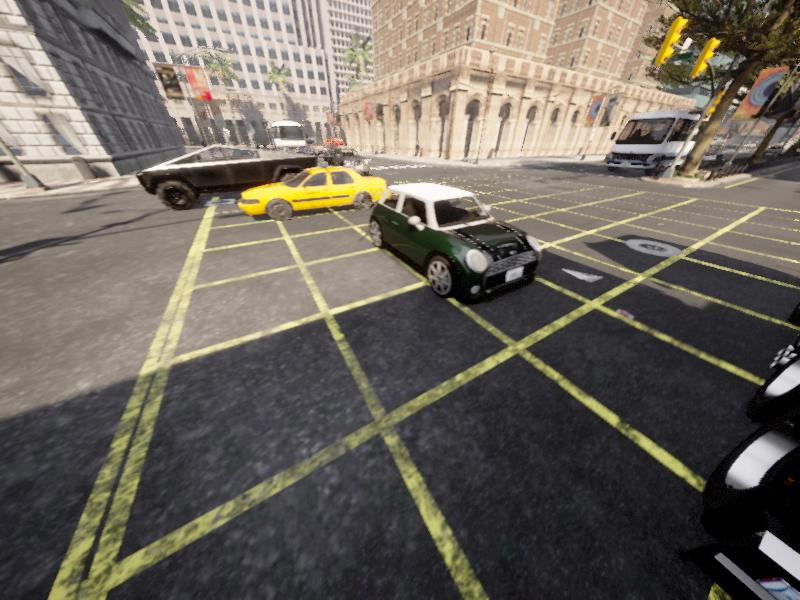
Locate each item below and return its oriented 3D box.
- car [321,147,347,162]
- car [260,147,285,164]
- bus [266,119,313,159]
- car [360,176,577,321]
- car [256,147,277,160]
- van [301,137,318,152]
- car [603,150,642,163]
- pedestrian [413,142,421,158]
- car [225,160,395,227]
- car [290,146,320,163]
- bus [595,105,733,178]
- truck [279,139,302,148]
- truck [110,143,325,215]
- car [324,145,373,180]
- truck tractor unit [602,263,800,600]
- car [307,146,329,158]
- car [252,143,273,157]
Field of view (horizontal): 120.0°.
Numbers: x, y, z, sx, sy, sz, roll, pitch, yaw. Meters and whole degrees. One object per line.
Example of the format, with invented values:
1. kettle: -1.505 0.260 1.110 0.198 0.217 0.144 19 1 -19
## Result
1. car: -8.315 -18.369 29.058 1.816 1.474 4.193 -18 39 -25
2. car: -15.104 -17.115 27.217 1.812 1.442 4.674 -18 39 -25
3. bus: -16.581 -23.822 34.389 3.944 4.253 10.273 -18 39 -24
4. car: 0.886 -1.498 4.881 1.970 1.475 3.806 -18 39 -25
5. car: -18.565 -20.442 32.098 1.895 1.301 4.718 -18 39 -25
6. van: -20.105 -34.510 51.227 1.988 2.561 5.915 -18 39 -24
7. car: 29.476 -19.092 30.610 4.718 1.301 1.895 -18 39 -25
8. pedestrian: 2.396 -21.267 32.682 0.751 1.860 0.751 -18 39 -25
9. car: -2.978 -4.164 8.588 5.366 1.575 1.801 -18 39 -25
10. car: -11.546 -17.615 27.894 2.038 1.542 4.974 -18 39 -25
11. bus: 22.768 -13.577 20.034 10.273 4.253 3.944 -18 39 -24
12. truck: -32.668 -46.782 69.137 2.390 2.098 6.274 13 37 18
13. truck: -6.876 -5.414 9.893 6.274 2.098 2.390 -18 39 -24
14. car: -3.905 -10.292 17.130 1.932 1.855 4.605 -18 39 -25
15. truck tractor unit: 5.111 -0.299 0.786 6.516 4.208 3.053 -18 39 -24
16. car: -12.496 -22.417 34.997 1.895 1.301 4.718 -18 39 -24
17. car: -22.064 -24.095 36.988 2.242 1.667 4.611 -18 39 -24
